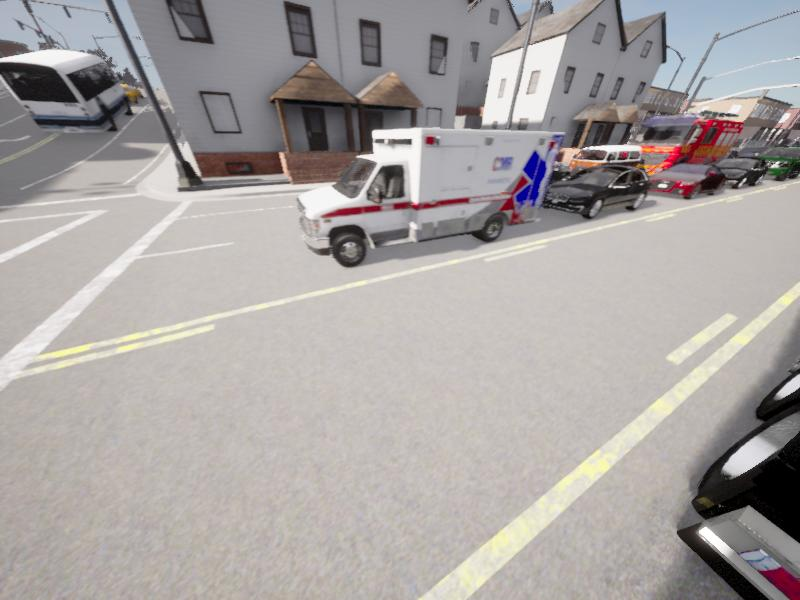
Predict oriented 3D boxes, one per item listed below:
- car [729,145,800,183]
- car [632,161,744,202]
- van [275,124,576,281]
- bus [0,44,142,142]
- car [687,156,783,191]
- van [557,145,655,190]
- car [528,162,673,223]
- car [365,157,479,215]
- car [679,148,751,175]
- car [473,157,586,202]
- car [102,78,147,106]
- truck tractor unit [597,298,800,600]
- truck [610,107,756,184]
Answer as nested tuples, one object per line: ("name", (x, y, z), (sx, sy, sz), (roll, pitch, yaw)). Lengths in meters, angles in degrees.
("car", (27.486, -9.996, 16.830), (5.566, 2.045, 2.150), (-15, 38, -22))
("car", (14.466, -6.104, 11.692), (4.181, 1.385, 1.994), (-14, 38, -20))
("van", (0.754, -2.760, 5.815), (6.366, 2.431, 2.351), (-16, 38, -22))
("bus", (-25.845, -16.717, 18.535), (3.944, 4.253, 10.273), (-16, 52, -22))
("car", (20.383, -7.805, 14.089), (4.892, 1.490, 1.837), (-15, 38, -21))
("van", (12.180, -7.997, 13.778), (4.480, 2.038, 2.069), (-15, 38, -21))
("car", (7.662, -4.286, 8.898), (4.892, 1.490, 1.837), (-16, 38, -21))
("car", (0.850, -4.690, 9.285), (3.988, 1.617, 1.851), (-15, 38, -21))
("car", (27.151, -12.039, 19.961), (4.553, 1.767, 2.097), (-15, 38, -22))
("car", (6.411, -6.182, 11.572), (4.902, 1.511, 2.128), (-15, 38, -22))
("car", (-30.491, -23.201, 25.729), (1.801, 1.575, 5.366), (-15, 51, -22))
("truck tractor unit", (5.169, -0.237, 0.701), (6.516, 4.208, 3.053), (-16, 38, -21))
("truck", (20.008, -10.895, 16.464), (8.468, 3.827, 2.891), (-15, 38, -22))
